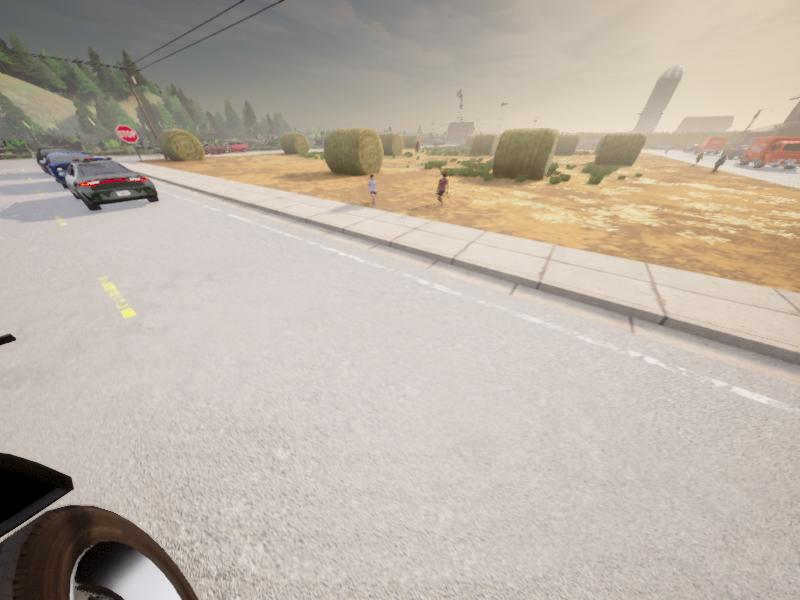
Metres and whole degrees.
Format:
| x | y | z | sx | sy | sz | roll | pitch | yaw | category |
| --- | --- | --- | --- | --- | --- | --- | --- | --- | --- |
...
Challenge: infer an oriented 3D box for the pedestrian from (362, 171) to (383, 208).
| x | y | z | sx | sy | sz | roll | pitch | yaw | category |
| --- | --- | --- | --- | --- | --- | --- | --- | --- | --- |
| -0.976 | -3.938 | 8.217 | 0.500 | 1.100 | 0.500 | -17 | 39 | -23 | pedestrian |

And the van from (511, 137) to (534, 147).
| x | y | z | sx | sy | sz | roll | pitch | yaw | category |
| --- | --- | --- | --- | --- | --- | --- | --- | --- | --- |
| 40.423 | -52.240 | 76.239 | 5.915 | 2.561 | 1.988 | 23 | 41 | 28 | van |

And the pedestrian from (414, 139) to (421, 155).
| x | y | z | sx | sy | sz | roll | pitch | yaw | category |
| --- | --- | --- | --- | --- | --- | --- | --- | --- | --- |
| 2.461 | -21.523 | 32.500 | 0.751 | 1.860 | 0.751 | -8 | 36 | -12 | pedestrian |

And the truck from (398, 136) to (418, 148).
| x | y | z | sx | sy | sz | roll | pitch | yaw | category |
| --- | --- | --- | --- | --- | --- | --- | --- | --- | --- |
| 2.152 | -41.467 | 60.560 | 2.627 | 2.467 | 5.204 | 24 | 42 | 30 | truck |

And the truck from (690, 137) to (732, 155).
| x | y | z | sx | sy | sz | roll | pitch | yaw | category |
| --- | --- | --- | --- | --- | --- | --- | --- | --- | --- |
| 56.376 | -28.032 | 42.075 | 2.627 | 2.467 | 5.204 | 22 | 38 | 27 | truck |

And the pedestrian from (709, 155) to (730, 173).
| x | y | z | sx | sy | sz | roll | pitch | yaw | category |
| --- | --- | --- | --- | --- | --- | --- | --- | --- | --- |
| 24.308 | -10.371 | 17.591 | 0.500 | 1.100 | 0.500 | -28 | 44 | -34 | pedestrian |

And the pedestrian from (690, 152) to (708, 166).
| x | y | z | sx | sy | sz | roll | pitch | yaw | category |
| --- | --- | --- | --- | --- | --- | --- | --- | --- | --- |
| 28.227 | -13.320 | 21.819 | 0.500 | 1.100 | 0.500 | 22 | 40 | 27 | pedestrian |

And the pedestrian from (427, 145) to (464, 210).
| x | y | z | sx | sy | sz | roll | pitch | yaw | category |
| --- | --- | --- | --- | --- | --- | --- | --- | --- | --- |
| 1.497 | -4.158 | 7.880 | 0.751 | 1.860 | 0.751 | -10 | 37 | -15 | pedestrian |

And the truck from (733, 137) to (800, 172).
| x | y | z | sx | sy | sz | roll | pitch | yaw | category |
| --- | --- | --- | --- | --- | --- | --- | --- | --- | --- |
| 35.153 | -13.731 | 21.567 | 2.627 | 2.467 | 5.204 | 22 | 41 | 28 | truck |

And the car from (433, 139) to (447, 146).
| x | y | z | sx | sy | sz | roll | pitch | yaw | category |
| --- | --- | --- | --- | --- | --- | --- | --- | --- | --- |
| 12.545 | -48.796 | 71.670 | 2.097 | 1.767 | 4.553 | 24 | 42 | 30 | car |

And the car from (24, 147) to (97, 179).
| x | y | z | sx | sy | sz | roll | pitch | yaw | category |
| --- | --- | --- | --- | --- | --- | --- | --- | --- | --- |
| -23.043 | -9.416 | 15.690 | 4.514 | 1.525 | 2.007 | 22 | 41 | 28 | car |

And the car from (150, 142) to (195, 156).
| x | y | z | sx | sy | sz | roll | pitch | yaw | category |
| --- | --- | --- | --- | --- | --- | --- | --- | --- | --- |
| -30.581 | -20.383 | 31.148 | 1.970 | 1.475 | 3.806 | 25 | 42 | 30 | car |

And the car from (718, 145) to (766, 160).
| x | y | z | sx | sy | sz | roll | pitch | yaw | category |
| --- | --- | --- | --- | --- | --- | --- | --- | --- | --- |
| 48.723 | -21.214 | 33.102 | 2.152 | 1.651 | 5.027 | 22 | 40 | 27 | car |

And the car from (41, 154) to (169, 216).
| x | y | z | sx | sy | sz | roll | pitch | yaw | category |
| --- | --- | --- | --- | --- | --- | --- | --- | --- | --- |
| -11.843 | -4.801 | 9.263 | 4.974 | 1.542 | 2.038 | 22 | 41 | 28 | car |

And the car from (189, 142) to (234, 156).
| x | y | z | sx | sy | sz | roll | pitch | yaw | category |
| --- | --- | --- | --- | --- | --- | --- | --- | --- | --- |
| -25.682 | -20.686 | 31.634 | 1.816 | 1.474 | 4.193 | 24 | 42 | 30 | car |

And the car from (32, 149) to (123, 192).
| x | y | z | sx | sy | sz | roll | pitch | yaw | category |
| --- | --- | --- | --- | --- | --- | --- | --- | --- | --- |
| -17.384 | -7.090 | 12.443 | 5.008 | 1.535 | 1.882 | 22 | 41 | 28 | car |

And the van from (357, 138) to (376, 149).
| x | y | z | sx | sy | sz | roll | pitch | yaw | category |
| --- | --- | --- | --- | --- | --- | --- | --- | --- | --- |
| -7.857 | -37.217 | 54.840 | 1.775 | 1.987 | 4.442 | 24 | 42 | 30 | van |

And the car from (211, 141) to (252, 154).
| x | y | z | sx | sy | sz | roll | pitch | yaw | category |
| --- | --- | --- | --- | --- | --- | --- | --- | --- | --- |
| -26.065 | -23.700 | 35.860 | 2.007 | 1.525 | 4.514 | 24 | 42 | 30 | car |

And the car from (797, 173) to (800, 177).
| x | y | z | sx | sy | sz | roll | pitch | yaw | category |
| --- | --- | --- | --- | --- | --- | --- | --- | --- | --- |
| 29.815 | -8.837 | 15.389 | 1.789 | 1.549 | 3.705 | 22 | 40 | 27 | car |
